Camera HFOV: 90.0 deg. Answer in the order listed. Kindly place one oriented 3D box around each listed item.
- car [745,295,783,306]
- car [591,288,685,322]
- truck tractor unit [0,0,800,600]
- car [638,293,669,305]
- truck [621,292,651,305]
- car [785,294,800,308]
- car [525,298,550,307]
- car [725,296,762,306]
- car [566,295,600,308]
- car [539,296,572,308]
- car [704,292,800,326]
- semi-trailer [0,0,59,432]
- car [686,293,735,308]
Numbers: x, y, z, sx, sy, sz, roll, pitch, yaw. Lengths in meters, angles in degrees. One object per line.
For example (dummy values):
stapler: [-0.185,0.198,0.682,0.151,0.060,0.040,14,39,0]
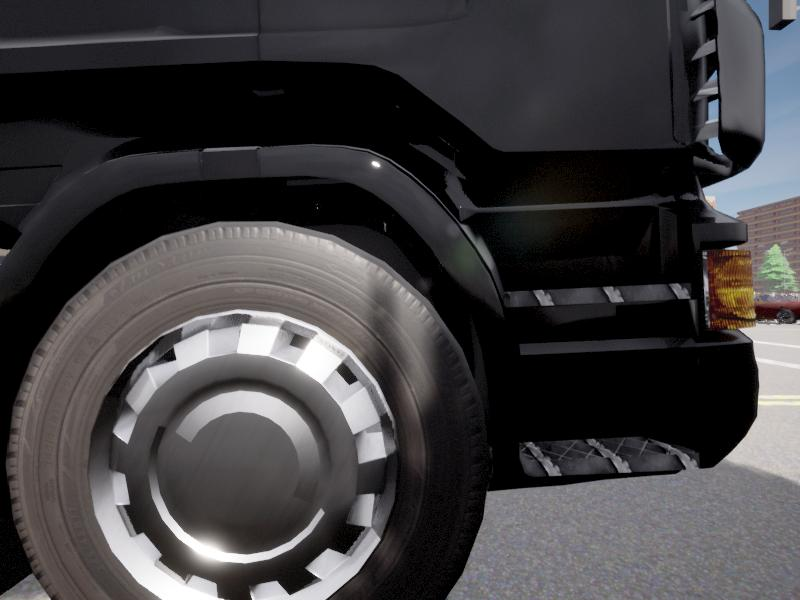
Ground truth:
car: [51.061,0.107,56.146,1.784,1.438,3.905,0,0,0]
car: [12.204,0.226,20.996,2.038,1.542,4.974,0,0,1]
truck tractor unit: [-2.245,-1.115,2.198,6.516,4.208,3.053,0,0,0]
car: [39.656,-0.103,62.608,1.932,1.855,4.605,0,0,0]
truck: [36.761,-0.198,62.541,2.069,2.038,4.478,0,0,0]
car: [42.382,0.139,41.054,1.970,1.475,3.806,0,0,0]
car: [19.135,0.344,55.886,1.895,1.301,4.718,0,0,0]
car: [48.166,0.139,56.150,1.970,1.475,3.806,0,0,0]
car: [22.651,0.223,49.711,1.882,1.535,5.008,0,0,0]
car: [19.150,0.251,49.516,2.163,1.488,4.792,0,0,0]
car: [15.884,0.344,17.212,1.895,1.301,4.718,0,0,-3]
semi-trailer: [-10.158,-1.217,2.192,14.254,4.402,2.717,0,0,0]
car: [36.762,0.067,47.496,2.242,1.667,4.611,0,0,0]
